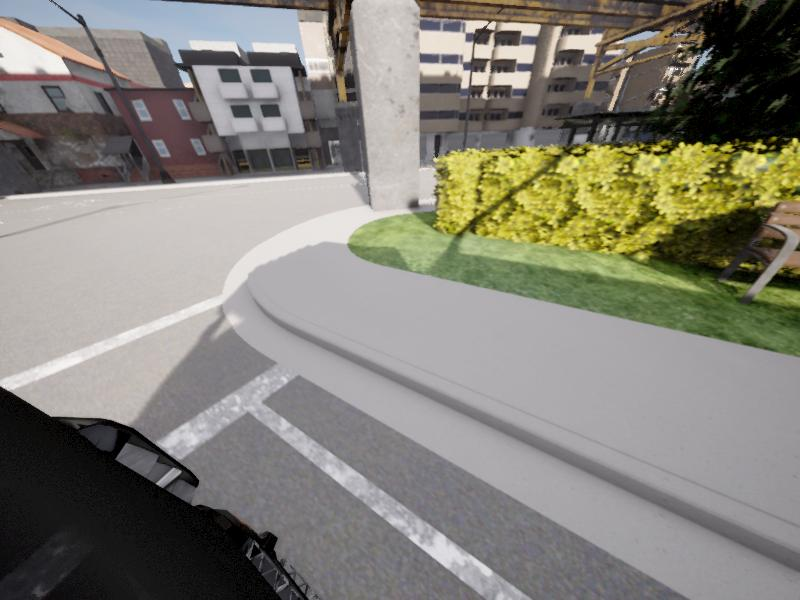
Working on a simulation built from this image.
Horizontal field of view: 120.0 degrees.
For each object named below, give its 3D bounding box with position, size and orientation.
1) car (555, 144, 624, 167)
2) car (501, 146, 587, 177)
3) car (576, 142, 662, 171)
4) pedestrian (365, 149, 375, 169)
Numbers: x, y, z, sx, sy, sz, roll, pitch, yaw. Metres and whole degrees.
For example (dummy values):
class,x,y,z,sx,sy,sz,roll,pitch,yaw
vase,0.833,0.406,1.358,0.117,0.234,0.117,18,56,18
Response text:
class,x,y,z,sx,sy,sz,roll,pitch,yaw
car,17.611,-13.566,21.629,4.792,1.488,2.163,-10,34,-11
car,10.602,-10.363,17.201,5.238,1.638,1.930,-10,34,-11
car,17.400,-11.563,18.514,5.027,1.651,2.152,-10,34,-11
pedestrian,-3.263,-15.480,25.391,0.751,1.860,0.751,-11,35,-12
